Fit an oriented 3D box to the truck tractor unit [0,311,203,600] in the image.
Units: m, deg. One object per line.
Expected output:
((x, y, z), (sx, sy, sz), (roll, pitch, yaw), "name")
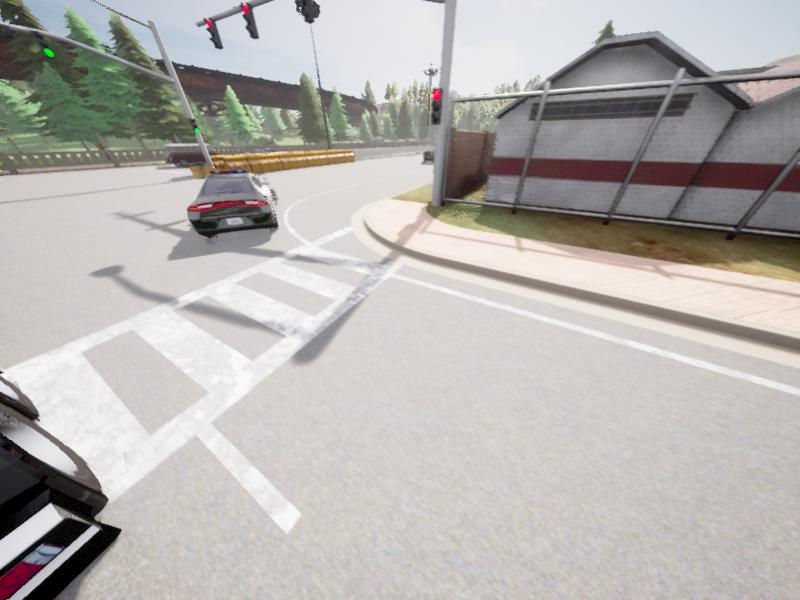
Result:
((-5.186, -0.219, 0.663), (6.516, 4.208, 3.053), (15, 38, 20), "truck tractor unit")

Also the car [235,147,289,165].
((-15.784, -16.712, 26.757), (2.128, 1.511, 4.902), (17, 39, 24), "car")

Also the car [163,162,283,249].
((-5.340, -3.481, 7.693), (2.038, 1.542, 4.974), (-15, 38, -21), "car")

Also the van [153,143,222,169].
((-21.672, -14.926, 23.844), (1.775, 1.987, 4.442), (17, 39, 24), "van")

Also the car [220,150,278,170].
((-14.591, -13.754, 22.633), (1.994, 1.385, 4.181), (17, 39, 24), "car")
